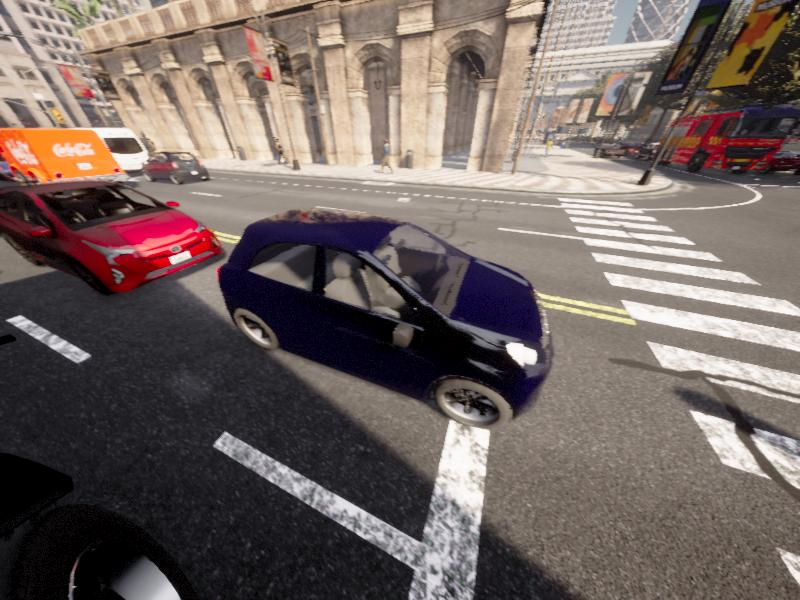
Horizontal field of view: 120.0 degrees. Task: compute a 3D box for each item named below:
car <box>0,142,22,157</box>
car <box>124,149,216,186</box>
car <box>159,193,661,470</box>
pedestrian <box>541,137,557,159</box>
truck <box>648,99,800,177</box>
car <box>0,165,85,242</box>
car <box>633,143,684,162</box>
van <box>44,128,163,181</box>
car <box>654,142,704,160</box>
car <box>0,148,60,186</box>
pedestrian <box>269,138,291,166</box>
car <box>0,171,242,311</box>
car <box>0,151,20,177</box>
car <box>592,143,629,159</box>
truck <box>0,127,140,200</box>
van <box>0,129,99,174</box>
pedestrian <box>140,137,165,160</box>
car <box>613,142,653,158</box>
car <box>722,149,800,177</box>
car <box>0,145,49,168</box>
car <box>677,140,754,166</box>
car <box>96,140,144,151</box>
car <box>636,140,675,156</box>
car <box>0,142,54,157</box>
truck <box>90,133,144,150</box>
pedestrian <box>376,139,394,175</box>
[{"bbox_3d":[-51.639,-18.857,28.998,1.970,1.475,3.806,14,38,18],"label":"car"},{"bbox_3d":[-12.947,-7.566,13.106,3.633,1.501,1.845,14,38,18],"label":"car"},{"bbox_3d":[-0.190,-0.119,2.702,3.633,1.501,1.845,13,38,18],"label":"car"},{"bbox_3d":[15.166,-15.501,23.539,0.751,1.860,0.751,14,38,19],"label":"pedestrian"},{"bbox_3d":[23.350,-12.007,17.272,2.891,3.827,8.468,13,38,18],"label":"truck"},{"bbox_3d":[-12.297,-2.975,6.734,4.892,1.490,1.837,13,38,18],"label":"car"},{"bbox_3d":[26.285,-15.187,23.715,1.970,1.475,3.806,13,38,18],"label":"car"},{"bbox_3d":[-18.934,-9.428,14.846,5.915,2.561,1.988,14,38,18],"label":"van"},{"bbox_3d":[31.272,-16.877,26.064,1.970,1.475,3.806,14,38,18],"label":"car"},{"bbox_3d":[-22.472,-7.697,13.237,3.988,1.617,1.851,14,38,18],"label":"car"},{"bbox_3d":[-9.605,-11.883,18.534,0.751,1.860,0.751,15,38,20],"label":"pedestrian"},{"bbox_3d":[-5.984,-1.490,4.626,4.514,1.525,2.007,13,38,18],"label":"car"},{"bbox_3d":[-28.257,-9.213,15.128,4.605,1.855,1.932,14,38,18],"label":"car"},{"bbox_3d":[24.426,-17.449,27.019,1.895,1.301,4.718,13,38,18],"label":"car"},{"bbox_3d":[-16.042,-6.484,10.795,5.204,2.467,2.627,14,38,18],"label":"truck"},{"bbox_3d":[-26.672,-11.310,17.483,5.915,2.561,1.988,14,38,18],"label":"van"},{"bbox_3d":[-24.646,-15.101,23.044,0.751,1.860,0.751,-2,36,-2],"label":"pedestrian"},{"bbox_3d":[28.802,-18.708,28.713,1.994,1.385,4.181,13,38,17],"label":"car"},{"bbox_3d":[26.362,-9.881,16.472,1.895,1.301,4.718,14,38,18],"label":"car"},{"bbox_3d":[-33.291,-12.493,20.007,3.633,1.501,1.845,14,38,19],"label":"car"},{"bbox_3d":[29.006,-13.812,21.522,2.097,1.767,4.553,13,38,18],"label":"car"},{"bbox_3d":[-49.293,-27.361,40.805,2.163,1.488,4.792,14,38,19],"label":"car"},{"bbox_3d":[33.558,-20.159,30.525,1.851,1.617,3.988,14,38,18],"label":"car"},{"bbox_3d":[-47.674,-19.129,29.283,1.845,1.501,3.633,14,38,18],"label":"car"},{"bbox_3d":[-51.988,-29.286,42.644,2.627,2.467,5.204,14,38,18],"label":"truck"},{"bbox_3d":[-0.874,-8.794,14.213,0.751,1.860,0.751,16,39,21],"label":"pedestrian"}]
